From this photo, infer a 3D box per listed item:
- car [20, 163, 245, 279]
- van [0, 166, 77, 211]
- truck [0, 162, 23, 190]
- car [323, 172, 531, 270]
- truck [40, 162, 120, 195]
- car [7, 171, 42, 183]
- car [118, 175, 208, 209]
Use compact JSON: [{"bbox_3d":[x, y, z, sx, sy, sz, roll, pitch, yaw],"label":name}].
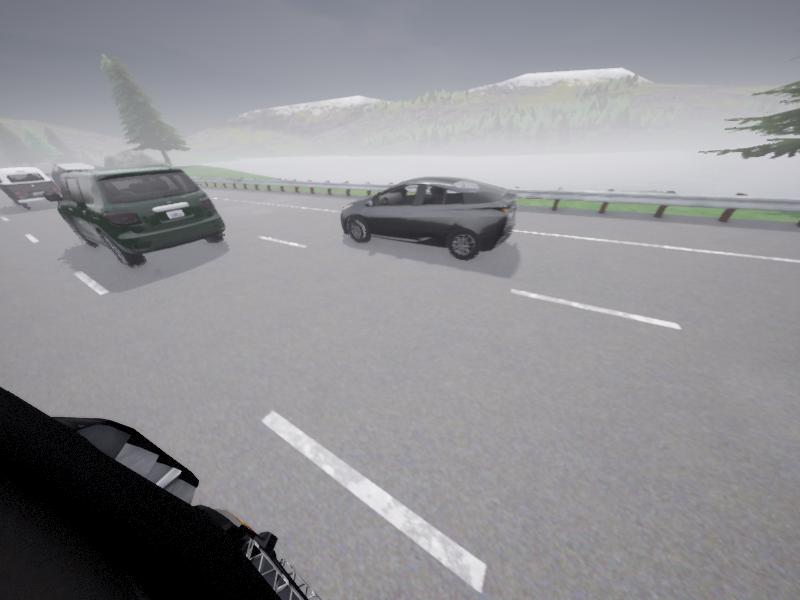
[{"bbox_3d":[-7.394,-2.536,6.434,5.566,2.045,2.150,16,38,26],"label":"car"},{"bbox_3d":[-22.629,-6.884,14.075,4.480,2.038,2.069,16,38,26],"label":"van"},{"bbox_3d":[-44.560,-13.358,24.981,5.204,2.467,2.627,15,37,26],"label":"truck"},{"bbox_3d":[0.558,-2.297,5.954,4.514,1.525,2.007,16,38,26],"label":"car"},{"bbox_3d":[-27.478,-10.534,19.849,6.274,2.098,2.390,16,38,26],"label":"truck"},{"bbox_3d":[-55.345,-18.155,34.049,4.718,1.301,1.895,16,38,26],"label":"car"},{"bbox_3d":[-13.312,-6.161,12.975,4.718,1.301,1.895,16,38,26],"label":"car"}]
